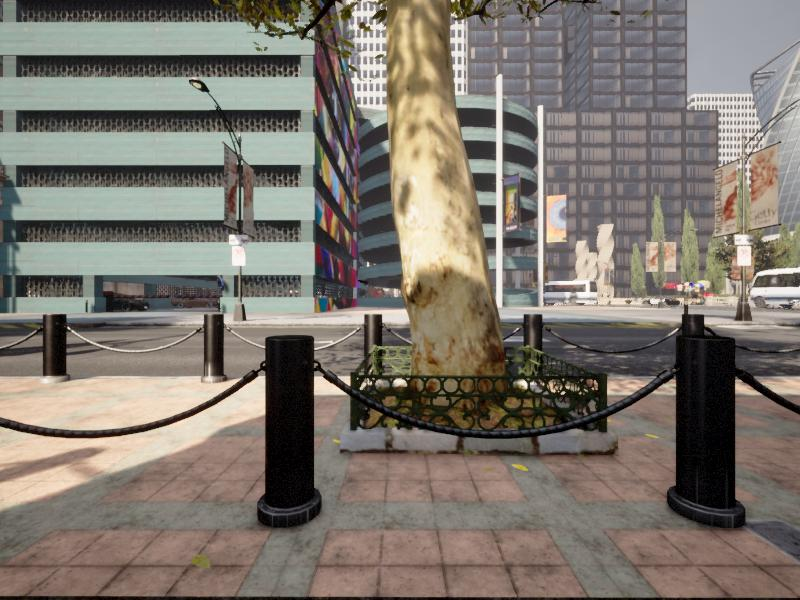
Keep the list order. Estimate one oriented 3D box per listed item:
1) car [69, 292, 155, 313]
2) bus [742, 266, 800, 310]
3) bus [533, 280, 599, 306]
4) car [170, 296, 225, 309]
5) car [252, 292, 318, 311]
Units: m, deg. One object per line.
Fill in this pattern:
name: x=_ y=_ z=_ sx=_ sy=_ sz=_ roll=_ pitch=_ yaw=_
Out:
car: x=-21.193 y=0.157 z=29.591 sx=4.786 sy=1.482 sz=2.161 roll=0 pitch=0 yaw=0
bus: x=40.438 y=-1.133 z=39.867 sx=3.944 sy=4.253 sz=10.273 roll=0 pitch=0 yaw=0
bus: x=29.194 y=-1.139 z=70.906 sx=3.944 sy=4.253 sz=10.273 roll=0 pitch=0 yaw=-39
car: x=-20.752 y=0.207 z=41.191 sx=4.718 sy=1.301 sz=1.895 roll=0 pitch=0 yaw=0
car: x=-9.593 y=0.117 z=33.684 sx=4.902 sy=1.511 sz=2.128 roll=0 pitch=0 yaw=0
